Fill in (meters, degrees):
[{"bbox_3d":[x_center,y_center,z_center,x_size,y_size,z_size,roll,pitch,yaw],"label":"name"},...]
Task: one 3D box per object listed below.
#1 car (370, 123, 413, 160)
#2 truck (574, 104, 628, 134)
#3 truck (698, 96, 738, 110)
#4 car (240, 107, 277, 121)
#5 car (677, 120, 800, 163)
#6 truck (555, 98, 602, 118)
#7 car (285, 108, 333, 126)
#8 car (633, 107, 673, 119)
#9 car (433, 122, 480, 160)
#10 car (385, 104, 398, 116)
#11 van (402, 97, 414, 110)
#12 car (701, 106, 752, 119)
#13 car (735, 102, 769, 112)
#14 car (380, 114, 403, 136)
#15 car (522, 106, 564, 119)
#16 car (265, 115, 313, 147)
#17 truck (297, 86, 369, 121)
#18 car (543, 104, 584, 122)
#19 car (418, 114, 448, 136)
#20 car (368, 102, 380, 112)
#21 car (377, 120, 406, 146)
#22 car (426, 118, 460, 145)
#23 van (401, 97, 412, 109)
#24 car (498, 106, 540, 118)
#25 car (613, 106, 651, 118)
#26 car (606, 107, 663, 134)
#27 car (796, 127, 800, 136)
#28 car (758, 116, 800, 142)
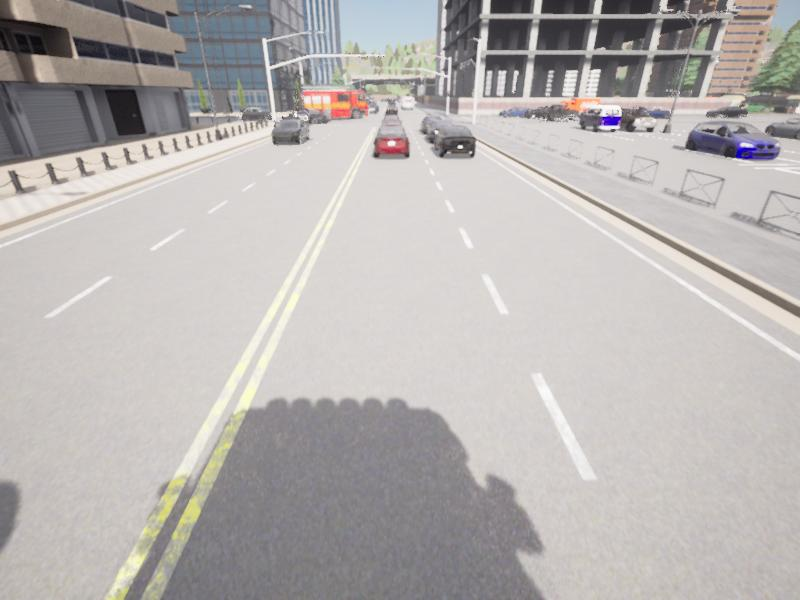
[{"bbox_3d":[-0.461,-8.946,22.384,2.163,1.488,4.792,0,27,-1],"label":"car"},{"bbox_3d":[16.946,-15.434,33.999,2.069,2.038,4.478,0,27,-1],"label":"truck"},{"bbox_3d":[63.348,-39.228,79.761,5.204,2.467,2.615,0,27,-1],"label":"truck"},{"bbox_3d":[-17.676,-23.259,50.092,3.806,1.475,1.970,-2,27,-3],"label":"car"},{"bbox_3d":[17.180,-8.315,20.744,2.242,1.667,4.611,0,27,-1],"label":"car"},{"bbox_3d":[25.366,-27.433,57.087,5.204,2.467,2.627,-1,27,-1],"label":"truck"},{"bbox_3d":[-10.191,-20.554,44.833,4.974,1.542,2.038,16,32,27],"label":"car"},{"bbox_3d":[34.361,-25.441,54.392,3.806,1.475,1.970,-1,27,-1],"label":"car"},{"bbox_3d":[3.036,-9.086,22.592,1.882,1.535,5.008,-1,27,-1],"label":"car"},{"bbox_3d":[-1.299,-30.287,63.736,2.038,1.542,4.974,0,27,-1],"label":"car"},{"bbox_3d":[1.742,-42.442,86.431,2.351,2.431,6.366,0,27,-1],"label":"van"},{"bbox_3d":[44.488,-25.608,54.552,5.008,1.535,1.882,-1,27,-1],"label":"car"},{"bbox_3d":[62.891,-34.466,71.450,3.988,1.617,1.851,0,27,-1],"label":"car"},{"bbox_3d":[-0.706,-15.032,34.252,1.812,1.442,4.674,0,27,-1],"label":"car"},{"bbox_3d":[19.245,-25.334,54.083,4.892,1.490,1.837,-1,27,-1],"label":"car"},{"bbox_3d":[-7.554,-11.817,27.793,1.930,1.638,5.238,0,27,-1],"label":"car"},{"bbox_3d":[-8.518,-25.216,51.383,8.468,3.827,2.891,-11,29,-20],"label":"truck"},{"bbox_3d":[19.487,-22.308,47.767,3.866,1.878,1.905,-1,27,-1],"label":"car"},{"bbox_3d":[2.790,-15.308,34.840,2.033,1.411,5.357,0,27,-1],"label":"car"},{"bbox_3d":[-5.091,-37.767,78.213,2.033,1.649,4.856,0,27,-1],"label":"car"},{"bbox_3d":[-0.574,-11.778,28.090,1.895,1.301,4.718,0,27,-1],"label":"car"},{"bbox_3d":[2.915,-12.007,28.371,1.812,1.442,4.674,-1,27,-1],"label":"car"},{"bbox_3d":[1.571,-46.797,94.894,2.351,2.431,6.366,0,27,-1],"label":"van"},{"bbox_3d":[16.924,-26.875,57.173,5.357,1.411,2.033,-1,27,-1],"label":"car"},{"bbox_3d":[33.247,-27.072,57.461,4.193,1.474,1.816,-1,27,-1],"label":"car"},{"bbox_3d":[19.840,-15.401,34.141,1.932,1.855,4.605,0,27,-1],"label":"car"},{"bbox_3d":[31.343,-12.342,28.648,1.784,1.438,3.905,0,27,-1],"label":"car"},{"bbox_3d":[28.448,-12.294,28.626,1.970,1.475,3.806,0,27,-1],"label":"car"}]
